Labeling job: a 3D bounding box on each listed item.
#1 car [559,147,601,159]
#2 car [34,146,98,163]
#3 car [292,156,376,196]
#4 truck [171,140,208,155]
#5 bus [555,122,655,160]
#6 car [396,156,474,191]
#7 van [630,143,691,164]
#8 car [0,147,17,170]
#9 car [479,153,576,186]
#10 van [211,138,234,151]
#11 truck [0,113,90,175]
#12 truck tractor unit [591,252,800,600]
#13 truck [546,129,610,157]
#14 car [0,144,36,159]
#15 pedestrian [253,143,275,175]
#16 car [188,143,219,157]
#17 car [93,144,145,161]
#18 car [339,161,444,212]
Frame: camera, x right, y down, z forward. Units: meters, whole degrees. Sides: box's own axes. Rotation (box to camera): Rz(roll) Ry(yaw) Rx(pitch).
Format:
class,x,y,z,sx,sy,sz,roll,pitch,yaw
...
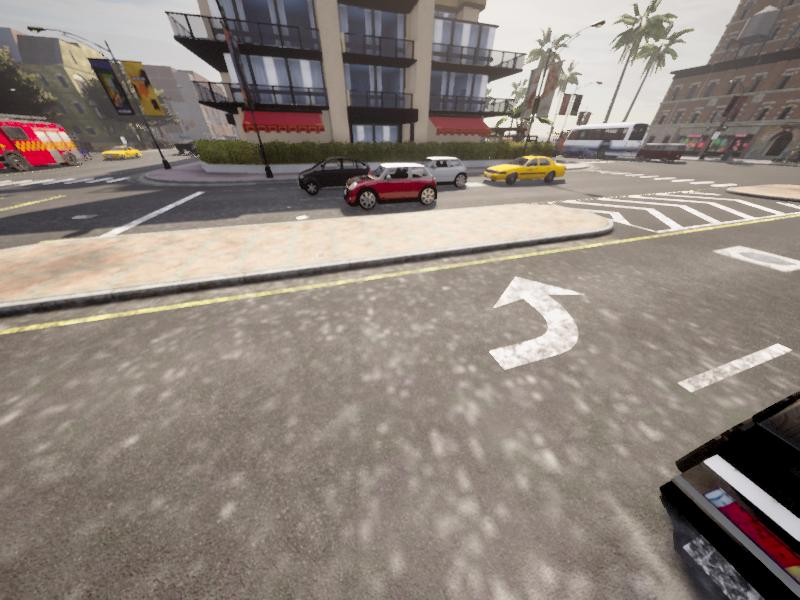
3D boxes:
class,x,y,z,sx,sy,sz,roll,pitch,yaw
car,27.103,-22.306,34.977,1.812,1.442,4.674,-10,36,-14
car,-38.665,-17.017,26.975,1.812,1.442,4.674,-10,36,-15
car,-3.305,-6.433,11.872,3.705,1.549,1.789,-10,36,-14
truck,-36.665,-26.853,40.557,2.390,2.098,6.274,-10,36,-15
bus,30.254,-24.176,35.227,3.944,4.253,10.273,-10,36,-14
car,1.880,-7.312,13.236,3.806,1.475,1.970,-10,36,-14
van,32.793,-18.695,29.344,1.775,1.987,4.442,-10,36,-14
car,-35.388,-11.231,18.502,1.930,1.638,5.238,-10,36,-15
car,8.068,-8.444,14.809,5.366,1.575,1.801,-10,36,-14
van,-42.585,-37.611,55.696,2.351,2.431,6.366,-10,36,-15
truck,-32.236,-13.041,19.212,2.891,3.827,8.468,-10,36,-15
truck tractor unit,5.286,-0.069,0.458,6.516,4.208,3.053,-10,36,-14
truck,31.662,-28.475,41.791,2.891,3.827,8.468,-10,36,-14
car,-54.224,-20.146,31.298,4.974,1.542,2.038,-8,36,-12
pedestrian,-9.525,-9.925,16.280,0.751,1.860,0.751,-10,36,-15
car,-31.750,-24.425,37.507,2.033,1.649,4.856,-10,36,-15
car,-36.182,-19.199,30.007,1.801,1.575,5.366,-10,36,-14
car,-0.414,-4.816,9.632,3.806,1.475,1.970,-10,36,-14
